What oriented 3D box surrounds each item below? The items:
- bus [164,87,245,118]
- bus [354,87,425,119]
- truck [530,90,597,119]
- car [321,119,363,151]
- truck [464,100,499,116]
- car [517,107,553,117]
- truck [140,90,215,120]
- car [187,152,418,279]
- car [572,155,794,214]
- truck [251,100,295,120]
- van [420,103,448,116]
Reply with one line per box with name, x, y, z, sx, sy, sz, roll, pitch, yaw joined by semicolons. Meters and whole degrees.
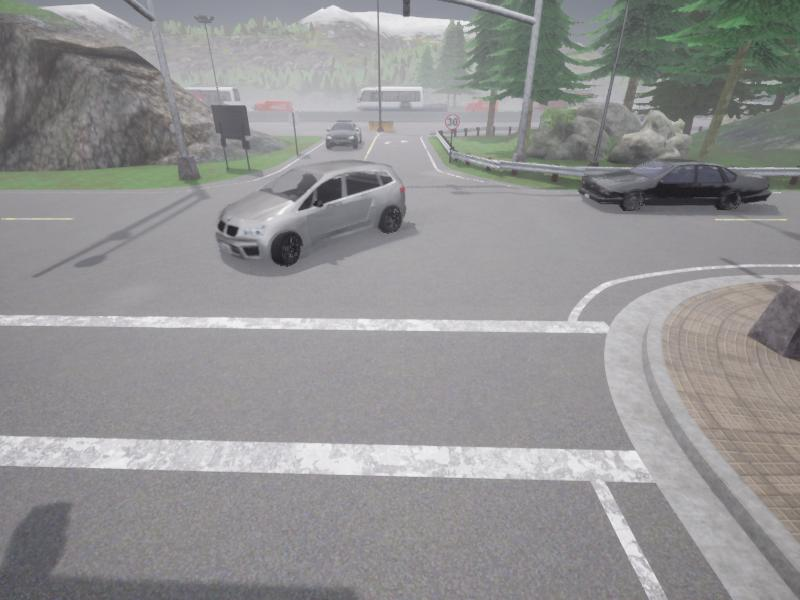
bus;-30.856;-31.540;63.796;10.273;4.253;3.944;0;27;0
bus;-1.576;-29.931;60.665;10.273;4.253;3.944;0;27;0
truck;24.637;-29.790;60.858;8.468;3.827;2.891;0;27;0
car;-3.621;-10.822;26.015;2.038;1.542;4.974;0;27;0
truck;13.655;-32.385;67.398;5.204;2.467;2.627;0;27;0
car;21.707;-30.325;64.514;4.902;1.511;2.128;0;27;0
truck;-31.988;-28.210;57.780;8.468;3.827;2.891;0;27;0
car;-1.969;-2.265;9.387;2.242;1.667;4.611;23;35;38
car;8.696;-3.722;12.759;5.357;1.411;2.033;-1;27;-1
truck;-18.340;-27.585;58.084;5.204;2.467;2.627;1;27;0
van;5.665;-32.171;67.513;4.442;1.987;1.775;0;27;0
